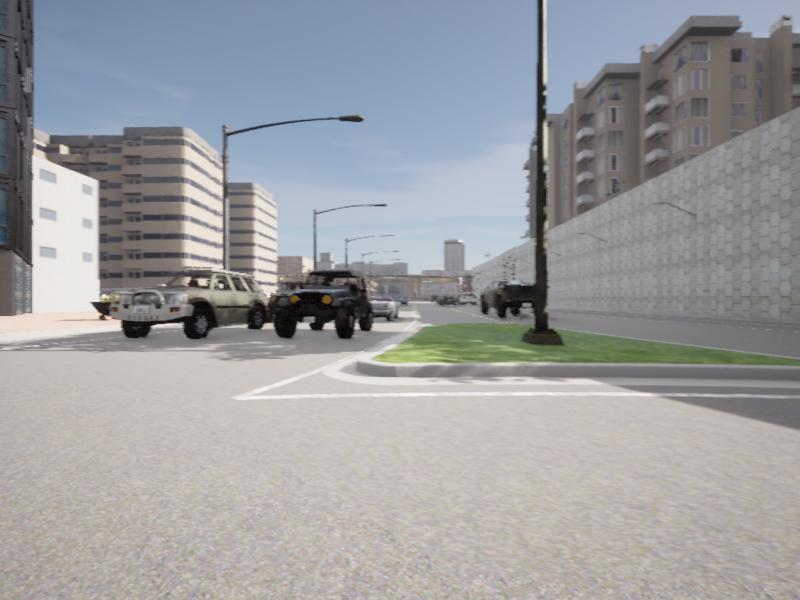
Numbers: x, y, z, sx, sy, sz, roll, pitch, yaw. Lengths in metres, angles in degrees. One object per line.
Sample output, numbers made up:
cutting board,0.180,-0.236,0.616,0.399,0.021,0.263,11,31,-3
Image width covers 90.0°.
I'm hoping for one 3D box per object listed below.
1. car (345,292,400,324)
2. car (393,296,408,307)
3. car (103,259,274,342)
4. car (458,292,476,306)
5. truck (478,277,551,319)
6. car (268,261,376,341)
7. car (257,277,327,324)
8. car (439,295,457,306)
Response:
car,-1.150,0.312,18.861,1.895,1.301,4.718,0,0,5
car,0.117,0.204,56.237,2.033,1.411,5.357,0,0,2
car,-5.505,0.035,11.294,1.932,1.855,4.605,0,-1,8
car,10.880,-0.137,65.010,2.150,2.045,5.566,0,0,2
truck,6.278,-0.094,22.957,2.390,2.098,6.274,0,0,-1
car,-1.984,0.026,11.429,1.905,1.878,3.866,0,0,8
car,-4.734,0.014,18.138,1.905,1.878,3.866,0,0,5
car,7.265,0.060,61.082,2.242,1.667,4.611,0,0,2
